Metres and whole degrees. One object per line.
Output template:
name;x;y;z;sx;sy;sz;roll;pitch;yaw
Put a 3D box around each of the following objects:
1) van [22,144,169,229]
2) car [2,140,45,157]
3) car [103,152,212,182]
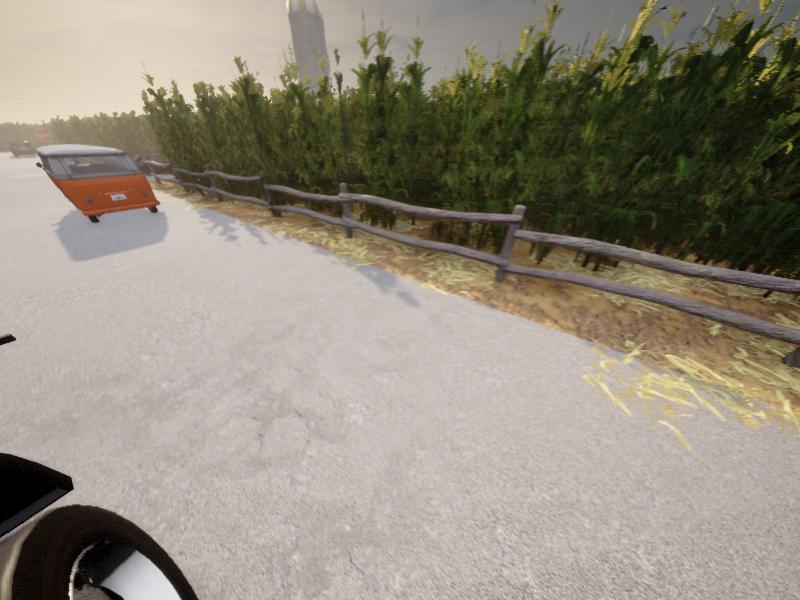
van;-10.317;-4.066;7.866;4.442;1.987;1.775;22;41;28
car;-48.610;-19.547;29.804;4.611;1.667;2.242;22;41;28
car;-15.816;-8.970;15.375;1.895;1.301;4.718;28;44;33
